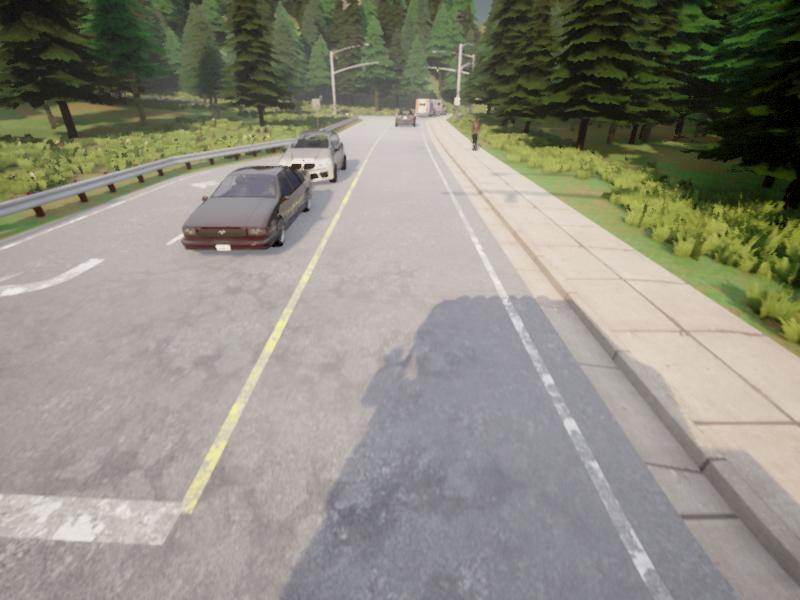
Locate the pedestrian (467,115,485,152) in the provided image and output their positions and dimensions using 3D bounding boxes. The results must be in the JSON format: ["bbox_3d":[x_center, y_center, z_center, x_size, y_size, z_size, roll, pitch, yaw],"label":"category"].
[{"bbox_3d":[4.186,-9.177,22.066,0.751,1.860,0.751,1,27,3],"label":"pedestrian"}]

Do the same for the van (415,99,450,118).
[{"bbox_3d":[5.066,-29.518,61.463,2.351,2.431,6.366,18,32,32],"label":"van"}]

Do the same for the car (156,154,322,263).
[{"bbox_3d":[-3.503,-2.590,10.126,2.033,1.411,5.357,0,27,0],"label":"car"}]

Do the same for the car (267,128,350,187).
[{"bbox_3d":[-3.490,-5.958,16.387,2.242,1.667,4.611,0,27,0],"label":"car"}]

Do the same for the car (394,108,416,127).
[{"bbox_3d":[0.622,-19.656,43.080,2.242,1.667,4.611,1,27,2],"label":"car"}]
